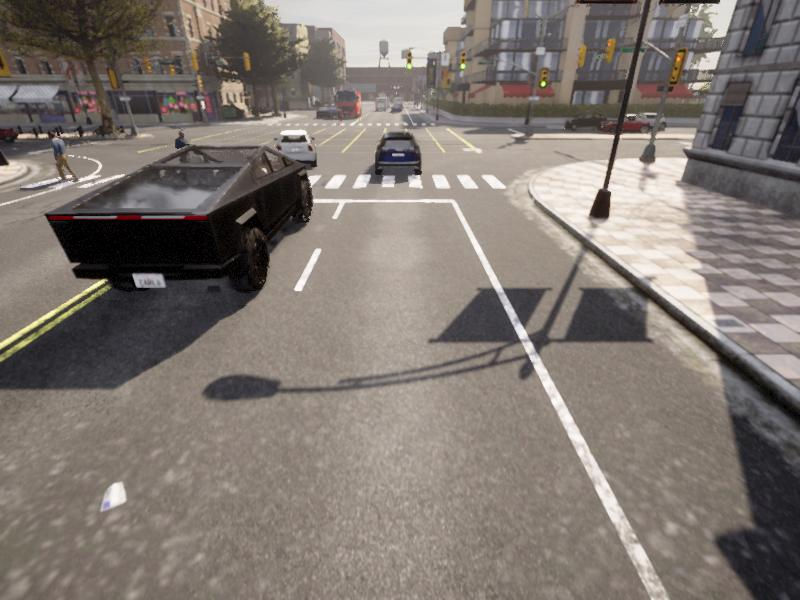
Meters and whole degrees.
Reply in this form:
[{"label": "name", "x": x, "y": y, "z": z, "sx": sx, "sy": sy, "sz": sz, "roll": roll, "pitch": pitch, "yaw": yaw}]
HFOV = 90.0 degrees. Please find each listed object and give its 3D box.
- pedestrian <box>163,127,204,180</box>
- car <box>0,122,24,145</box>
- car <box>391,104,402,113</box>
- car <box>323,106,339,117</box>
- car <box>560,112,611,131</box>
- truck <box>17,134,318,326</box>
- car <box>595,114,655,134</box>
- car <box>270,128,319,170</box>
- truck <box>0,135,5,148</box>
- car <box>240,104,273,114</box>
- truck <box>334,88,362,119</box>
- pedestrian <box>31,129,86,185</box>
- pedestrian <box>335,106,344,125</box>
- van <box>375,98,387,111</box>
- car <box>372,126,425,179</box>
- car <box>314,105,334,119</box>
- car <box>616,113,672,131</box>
[{"label": "pedestrian", "x": -8.502, "y": -5.773, "z": 15.776, "sx": 0.751, "sy": 1.860, "sz": 0.751, "roll": 4, "pitch": 27, "yaw": 7}, {"label": "car", "x": -29.268, "y": -11.448, "z": 27.513, "sx": 4.718, "sy": 1.301, "sz": 1.895, "roll": 0, "pitch": 27, "yaw": 0}, {"label": "car", "x": -0.628, "y": -35.810, "z": 74.826, "sx": 1.994, "sy": 1.385, "sz": 4.181, "roll": 0, "pitch": 27, "yaw": 0}, {"label": "car", "x": -10.797, "y": -29.758, "z": 62.978, "sx": 1.812, "sy": 1.442, "sz": 4.674, "roll": 0, "pitch": 27, "yaw": 0}, {"label": "car", "x": 17.408, "y": -16.806, "z": 37.619, "sx": 3.705, "sy": 1.549, "sz": 1.789, "roll": 0, "pitch": 27, "yaw": 0}, {"label": "truck", "x": -3.535, "y": -1.993, "z": 8.205, "sx": 2.390, "sy": 2.098, "sz": 6.274, "roll": 0, "pitch": 27, "yaw": 0}, {"label": "car", "x": 19.338, "y": -15.173, "z": 34.521, "sx": 3.806, "sy": 1.475, "sz": 1.970, "roll": 0, "pitch": 27, "yaw": 0}, {"label": "car", "x": -5.136, "y": -7.485, "z": 19.578, "sx": 1.970, "sy": 1.475, "sz": 3.806, "roll": -6, "pitch": 28, "yaw": -12}, {"label": "truck", "x": -29.868, "y": -10.971, "z": 23.819, "sx": 8.468, "sy": 3.827, "sz": 2.891, "roll": 0, "pitch": 27, "yaw": 0}, {"label": "car", "x": -25.640, "y": -34.171, "z": 71.488, "sx": 4.974, "sy": 1.542, "sz": 2.038, "roll": 0, "pitch": 27, "yaw": 1}, {"label": "truck", "x": -7.280, "y": -28.361, "z": 57.651, "sx": 2.891, "sy": 3.827, "sz": 8.468, "roll": 0, "pitch": 27, "yaw": 0}, {"label": "pedestrian", "x": -12.682, "y": -5.324, "z": 14.905, "sx": 0.751, "sy": 1.860, "sz": 0.751, "roll": -1, "pitch": 27, "yaw": -1}, {"label": "pedestrian", "x": -6.717, "y": -20.631, "z": 44.699, "sx": 0.751, "sy": 1.860, "sz": 0.751, "roll": 0, "pitch": 27, "yaw": 1}, {"label": "van", "x": -3.894, "y": -40.772, "z": 83.326, "sx": 2.351, "sy": 2.431, "sz": 6.366, "roll": 0, "pitch": 27, "yaw": 0}, {"label": "car", "x": -0.081, "y": -6.694, "z": 17.868, "sx": 2.033, "sy": 1.649, "sz": 4.856, "roll": 0, "pitch": 27, "yaw": 0}, {"label": "car", "x": -10.771, "y": -26.767, "z": 56.939, "sx": 1.930, "sy": 1.638, "sz": 5.238, "roll": 0, "pitch": 27, "yaw": -1}, {"label": "car", "x": 22.841, "y": -16.770, "z": 37.629, "sx": 3.806, "sy": 1.475, "sz": 1.970, "roll": 0, "pitch": 27, "yaw": 0}]
